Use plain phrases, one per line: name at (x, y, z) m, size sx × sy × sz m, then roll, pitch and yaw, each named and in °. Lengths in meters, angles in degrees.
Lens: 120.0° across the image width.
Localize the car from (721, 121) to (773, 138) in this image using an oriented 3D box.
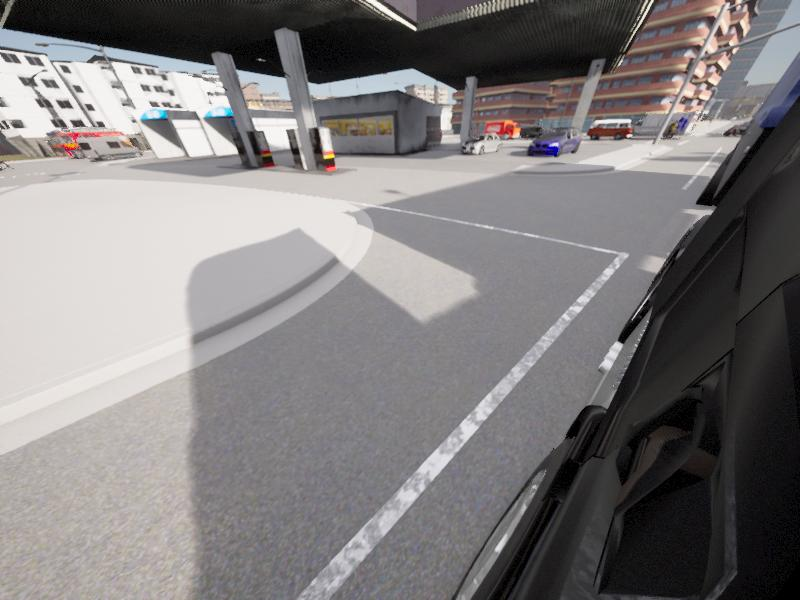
car at (39.099, -19.296, 26.089) m, size 4.181 × 1.385 × 1.994 m, roll -18°, pitch 39°, yaw -20°

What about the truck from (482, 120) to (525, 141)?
truck at (16.335, -27.012, 36.874) m, size 2.627 × 2.467 × 5.204 m, roll -29°, pitch 44°, yaw -31°

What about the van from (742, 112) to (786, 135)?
van at (45.062, -21.915, 28.691) m, size 4.480 × 2.038 × 2.069 m, roll -28°, pitch 44°, yaw -30°

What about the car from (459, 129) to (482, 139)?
car at (13.442, -31.743, 44.186) m, size 1.845 × 1.501 × 3.633 m, roll -29°, pitch 44°, yaw -31°

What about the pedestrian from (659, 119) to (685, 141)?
pedestrian at (28.974, -18.120, 24.654) m, size 0.751 × 1.860 × 0.751 m, roll 3°, pitch 37°, yaw 7°

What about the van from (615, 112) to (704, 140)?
van at (30.556, -20.707, 27.600) m, size 2.351 × 2.431 × 6.366 m, roll -27°, pitch 43°, yaw -29°

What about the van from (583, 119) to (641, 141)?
van at (25.634, -20.670, 28.166) m, size 2.069 × 2.038 × 4.480 m, roll -29°, pitch 44°, yaw -31°

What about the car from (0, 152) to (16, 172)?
car at (-42.804, -13.407, 22.807) m, size 2.152 × 1.651 × 5.027 m, roll -9°, pitch 37°, yaw -9°

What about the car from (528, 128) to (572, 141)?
car at (21.143, -23.383, 32.700) m, size 1.895 × 1.301 × 4.718 m, roll -29°, pitch 44°, yaw -31°

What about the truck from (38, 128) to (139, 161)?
truck at (-48.893, -24.972, 36.854) m, size 2.891 × 3.827 × 8.468 m, roll 8°, pitch 38°, yaw 14°

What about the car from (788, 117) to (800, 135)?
car at (47.169, -20.113, 26.480) m, size 5.238 × 1.638 × 1.930 m, roll -28°, pitch 44°, yaw -30°

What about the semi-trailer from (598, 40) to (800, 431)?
semi-trailer at (8.694, -3.598, 4.246) m, size 14.254 × 4.402 × 2.717 m, roll -28°, pitch 44°, yaw -30°

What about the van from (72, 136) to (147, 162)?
van at (-39.475, -20.782, 31.747) m, size 1.988 × 2.561 × 5.915 m, roll 2°, pitch 37°, yaw 7°

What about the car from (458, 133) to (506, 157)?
car at (7.136, -13.664, 20.233) m, size 3.806 × 1.475 × 1.970 m, roll -28°, pitch 43°, yaw -30°

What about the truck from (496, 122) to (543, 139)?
truck at (19.550, -27.901, 38.190) m, size 2.390 × 2.098 × 6.274 m, roll -28°, pitch 44°, yaw -30°

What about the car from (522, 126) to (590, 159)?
car at (11.408, -11.581, 16.912) m, size 4.611 × 1.667 × 2.242 m, roll -28°, pitch 43°, yaw -30°

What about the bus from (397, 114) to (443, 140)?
bus at (4.170, -38.804, 51.946) m, size 3.944 × 4.253 × 10.273 m, roll -29°, pitch 45°, yaw -31°

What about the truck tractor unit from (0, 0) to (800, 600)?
truck tractor unit at (2.645, -0.295, 0.351) m, size 6.516 × 4.208 × 3.053 m, roll -28°, pitch 44°, yaw -30°
